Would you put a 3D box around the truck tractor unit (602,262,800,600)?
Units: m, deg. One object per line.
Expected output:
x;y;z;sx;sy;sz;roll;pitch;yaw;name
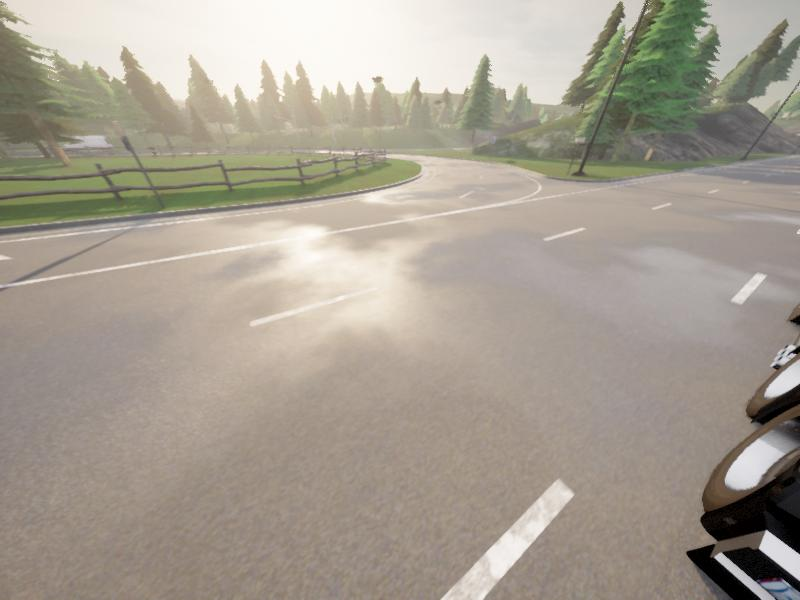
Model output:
5.112;-0.297;0.790;6.516;4.208;3.053;-18;39;-24;truck tractor unit
